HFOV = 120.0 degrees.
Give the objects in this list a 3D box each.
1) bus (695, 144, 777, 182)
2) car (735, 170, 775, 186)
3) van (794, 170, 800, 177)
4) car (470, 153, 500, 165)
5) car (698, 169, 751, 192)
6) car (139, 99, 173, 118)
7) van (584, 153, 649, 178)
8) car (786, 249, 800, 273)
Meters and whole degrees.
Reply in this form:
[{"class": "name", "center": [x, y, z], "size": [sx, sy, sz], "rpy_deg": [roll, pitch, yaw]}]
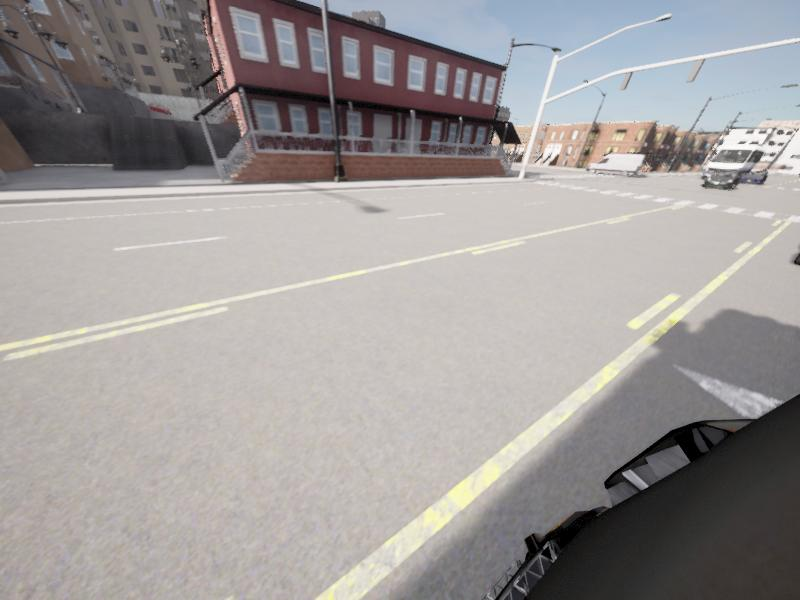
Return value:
[{"class": "bus", "center": [48.826, -19.881, 33.626], "size": [10.273, 4.253, 3.944], "rpy_deg": [-16, 38, -26]}, {"class": "car", "center": [44.312, -15.268, 28.861], "size": [4.193, 1.474, 1.816], "rpy_deg": [-16, 38, -26]}, {"class": "van", "center": [93.376, -28.623, 52.080], "size": [2.069, 2.038, 4.480], "rpy_deg": [16, 36, 19]}, {"class": "car", "center": [16.608, -27.757, 45.424], "size": [1.930, 1.638, 5.238], "rpy_deg": [-16, 38, -26]}, {"class": "car", "center": [30.710, -11.384, 21.891], "size": [3.988, 1.617, 1.851], "rpy_deg": [-16, 38, -26]}, {"class": "car", "center": [-43.580, -34.208, 41.344], "size": [3.705, 1.549, 1.789], "rpy_deg": [-5, 33, -33]}, {"class": "van", "center": [29.934, -18.861, 32.230], "size": [1.988, 2.561, 5.915], "rpy_deg": [-24, 42, -33]}, {"class": "car", "center": [11.908, -1.564, 5.470], "size": [3.866, 1.878, 1.905], "rpy_deg": [-16, 38, -26]}]
